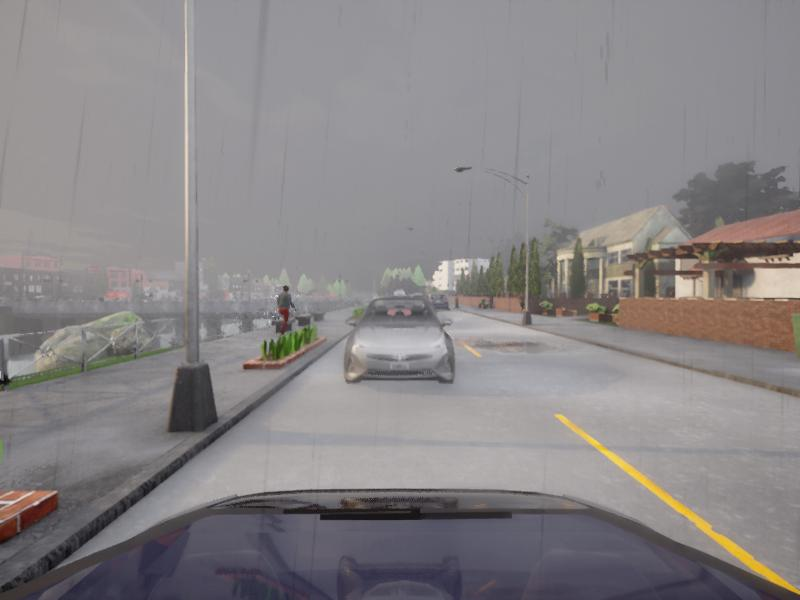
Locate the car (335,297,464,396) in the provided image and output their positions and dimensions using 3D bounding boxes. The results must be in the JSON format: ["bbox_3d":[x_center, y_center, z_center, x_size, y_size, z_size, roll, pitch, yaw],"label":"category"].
[{"bbox_3d":[-0.009,0.698,8.467,2.007,1.525,4.514,0,1,0],"label":"car"}]

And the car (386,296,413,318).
[{"bbox_3d":[-0.025,0.479,29.658,1.816,1.474,4.193,0,1,0],"label":"car"}]

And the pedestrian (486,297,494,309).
[{"bbox_3d":[9.413,0.295,41.914,0.751,1.300,0.751,0,1,5],"label":"pedestrian"}]

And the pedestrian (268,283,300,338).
[{"bbox_3d":[-4.064,0.338,14.060,0.751,1.860,0.751,0,1,28],"label":"pedestrian"}]

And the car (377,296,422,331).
[{"bbox_3d":[-0.017,0.565,19.903,2.007,1.525,4.514,0,1,0],"label":"car"}]

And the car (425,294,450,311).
[{"bbox_3d":[3.960,0.223,43.257,2.242,1.667,4.611,0,1,0],"label":"car"}]

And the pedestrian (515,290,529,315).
[{"bbox_3d":[9.119,0.155,29.901,0.751,1.860,0.751,0,1,-1],"label":"pedestrian"}]

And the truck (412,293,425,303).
[{"bbox_3d":[3.927,-0.486,85.737,2.390,2.098,6.274,0,1,0],"label":"truck"}]
